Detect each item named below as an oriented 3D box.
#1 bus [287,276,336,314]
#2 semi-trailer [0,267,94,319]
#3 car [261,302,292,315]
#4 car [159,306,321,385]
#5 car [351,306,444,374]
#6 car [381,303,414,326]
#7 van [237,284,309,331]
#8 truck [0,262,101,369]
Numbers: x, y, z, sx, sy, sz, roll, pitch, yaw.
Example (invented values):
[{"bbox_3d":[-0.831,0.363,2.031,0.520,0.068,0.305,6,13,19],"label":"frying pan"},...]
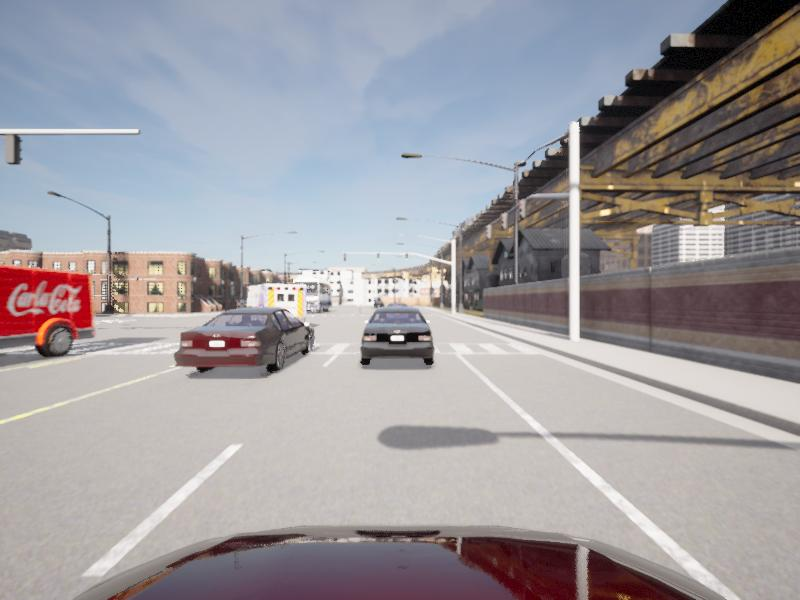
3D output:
[{"bbox_3d":[-10.720,-0.496,50.122,3.944,4.253,10.273,0,-1,0],"label":"bus"},{"bbox_3d":[-35.418,-0.598,35.250,14.254,4.402,2.717,0,0,-4],"label":"semi-trailer"},{"bbox_3d":[-14.321,0.925,46.844,2.033,1.411,5.357,0,0,-1],"label":"car"},{"bbox_3d":[-3.569,0.902,10.274,2.033,1.411,5.357,0,0,0],"label":"car"},{"bbox_3d":[-0.075,0.902,11.388,2.033,1.411,5.357,0,0,0],"label":"car"},{"bbox_3d":[-0.187,0.913,27.646,2.033,1.411,5.357,0,0,0],"label":"car"},{"bbox_3d":[-7.731,0.393,23.829,2.351,2.431,6.366,0,0,-34],"label":"van"},{"bbox_3d":[-10.567,0.363,9.803,2.627,2.467,5.204,0,0,0],"label":"truck"}]
